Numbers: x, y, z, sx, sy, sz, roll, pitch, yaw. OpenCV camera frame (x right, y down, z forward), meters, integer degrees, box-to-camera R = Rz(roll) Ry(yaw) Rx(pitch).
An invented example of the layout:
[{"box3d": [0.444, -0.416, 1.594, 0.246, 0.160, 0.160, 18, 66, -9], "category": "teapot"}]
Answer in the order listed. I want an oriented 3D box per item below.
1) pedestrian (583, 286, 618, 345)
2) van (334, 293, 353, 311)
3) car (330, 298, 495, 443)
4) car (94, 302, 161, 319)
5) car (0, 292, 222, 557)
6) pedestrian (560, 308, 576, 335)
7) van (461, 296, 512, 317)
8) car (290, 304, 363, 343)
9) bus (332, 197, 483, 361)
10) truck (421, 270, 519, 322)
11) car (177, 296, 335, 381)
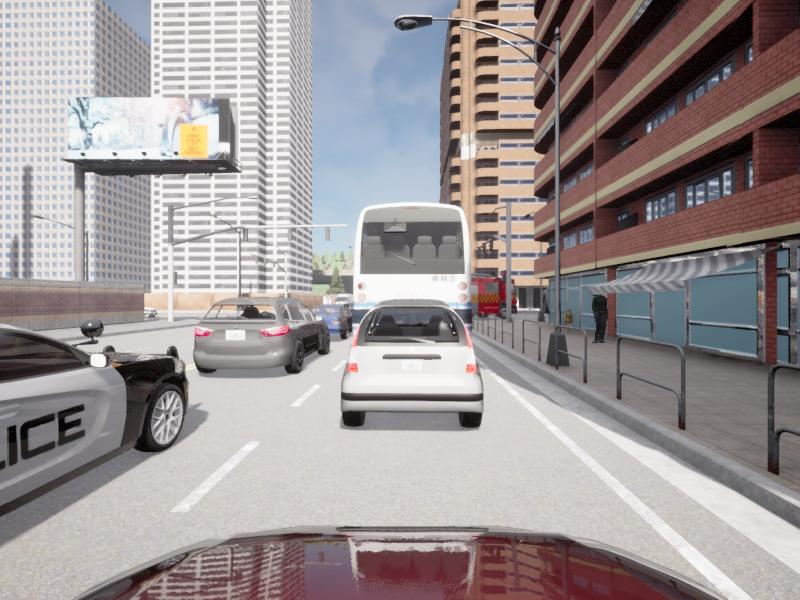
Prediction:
[{"box3d": [6.461, 0.485, 12.924, 0.751, 1.860, 0.751, 0, 0, 0], "category": "pedestrian"}, {"box3d": [-8.660, 0.322, 61.725, 1.988, 2.561, 5.915, 0, 0, 2], "category": "van"}, {"box3d": [0.191, 0.788, 6.481, 1.851, 1.617, 3.988, 0, 0, 2], "category": "car"}, {"box3d": [-23.788, 0.870, 35.048, 4.674, 1.442, 1.812, 0, 0, 2], "category": "car"}, {"box3d": [-3.426, 0.771, 2.773, 1.930, 1.638, 5.238, 0, 0, 2], "category": "car"}, {"box3d": [7.055, 0.882, 16.795, 0.500, 1.100, 0.500, 0, 0, 3], "category": "pedestrian"}, {"box3d": [8.010, 0.598, 37.506, 4.442, 1.987, 1.775, 0, 0, 2], "category": "van"}, {"box3d": [-2.979, 0.895, 17.527, 2.033, 1.411, 5.357, 0, 0, 2], "category": "car"}, {"box3d": [0.342, -0.534, 15.571, 3.944, 4.253, 10.273, 0, 0, 2], "category": "bus"}, {"box3d": [5.943, -0.321, 33.007, 8.468, 3.827, 2.891, 0, 0, -36], "category": "truck"}, {"box3d": [-3.202, 0.756, 10.151, 2.242, 1.667, 4.611, 0, 0, 2], "category": "car"}]
